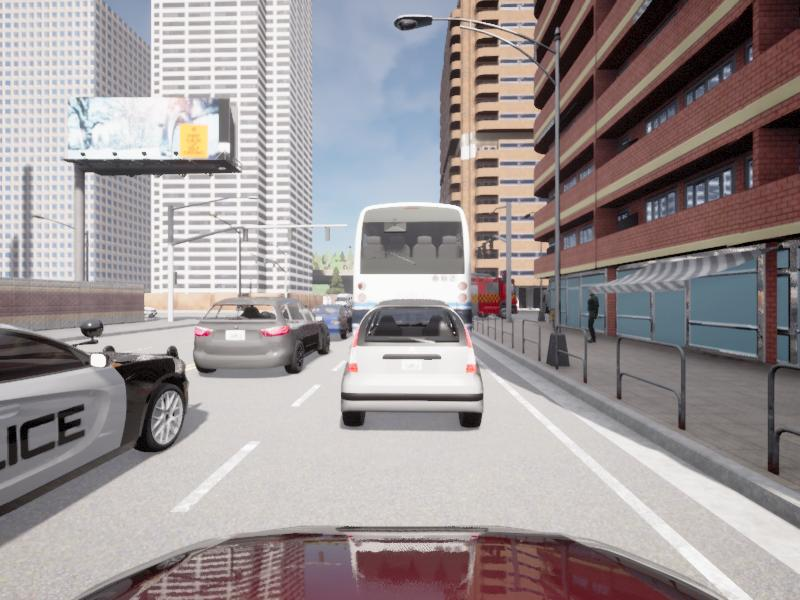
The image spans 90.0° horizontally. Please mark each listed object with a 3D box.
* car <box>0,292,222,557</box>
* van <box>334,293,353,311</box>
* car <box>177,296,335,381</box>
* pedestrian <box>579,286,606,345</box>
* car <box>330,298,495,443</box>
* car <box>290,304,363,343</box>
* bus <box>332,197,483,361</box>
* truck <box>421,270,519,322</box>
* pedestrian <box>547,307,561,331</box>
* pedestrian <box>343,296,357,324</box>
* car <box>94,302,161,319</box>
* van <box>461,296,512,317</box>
[{"bbox_3d":[-3.426,0.771,2.773,1.930,1.638,5.238,0,0,2],"label":"car"},{"bbox_3d":[-8.660,0.322,61.725,1.988,2.561,5.915,0,0,2],"label":"van"},{"bbox_3d":[-3.202,0.756,10.151,2.242,1.667,4.611,0,0,2],"label":"car"},{"bbox_3d":[6.321,0.485,13.172,0.751,1.860,0.751,0,0,24],"label":"pedestrian"},{"bbox_3d":[0.191,0.788,6.481,1.851,1.617,3.988,0,0,2],"label":"car"},{"bbox_3d":[-2.979,0.895,17.527,2.033,1.411,5.357,0,0,2],"label":"car"},{"bbox_3d":[0.342,-0.534,15.571,3.944,4.253,10.273,0,0,2],"label":"bus"},{"bbox_3d":[5.943,-0.321,33.007,8.468,3.827,2.891,0,0,-36],"label":"truck"},{"bbox_3d":[7.195,0.882,18.702,0.500,1.100,0.500,0,0,4],"label":"pedestrian"},{"bbox_3d":[-3.315,0.637,26.502,0.751,1.860,0.751,0,0,11],"label":"pedestrian"},{"bbox_3d":[-23.788,0.870,35.048,4.674,1.442,1.812,0,0,2],"label":"car"},{"bbox_3d":[8.010,0.598,37.506,4.442,1.987,1.775,0,0,2],"label":"van"}]
